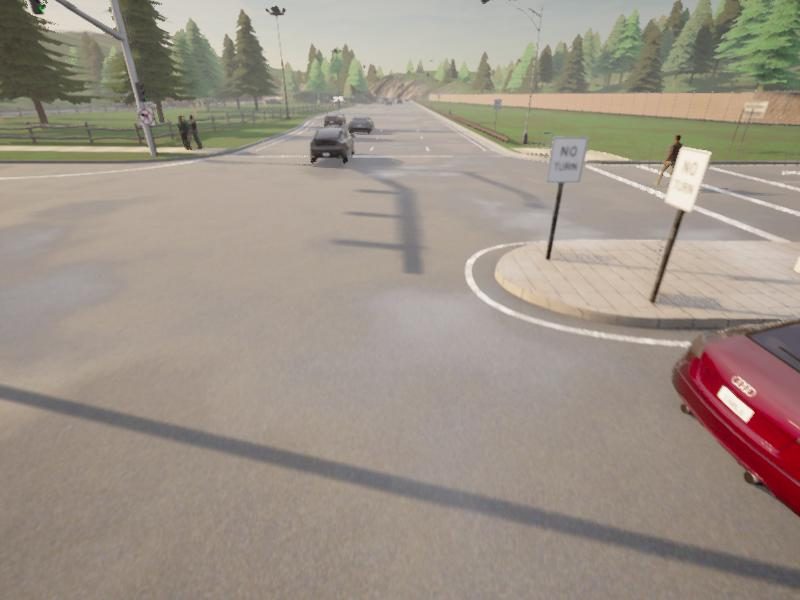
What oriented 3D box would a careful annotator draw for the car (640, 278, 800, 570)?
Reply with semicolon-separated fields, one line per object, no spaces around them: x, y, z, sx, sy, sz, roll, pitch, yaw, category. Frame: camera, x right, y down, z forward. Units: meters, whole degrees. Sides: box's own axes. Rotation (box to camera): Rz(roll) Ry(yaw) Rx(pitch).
4.894;0.844;3.484;4.181;1.385;1.994;-1;27;-1;car

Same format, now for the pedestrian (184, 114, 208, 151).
-11.680;-9.617;22.944;0.751;1.860;0.751;-8;28;-15;pedestrian

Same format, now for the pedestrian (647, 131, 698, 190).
9.571;-4.925;14.132;0.751;1.860;0.751;-3;27;-6;pedestrian

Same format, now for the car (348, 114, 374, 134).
-3.519;-16.175;36.648;1.994;1.385;4.181;0;27;0;car

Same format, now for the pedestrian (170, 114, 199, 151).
-12.129;-9.440;22.600;0.751;1.860;0.751;8;28;15;pedestrian

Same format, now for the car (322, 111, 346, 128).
-7.022;-19.533;43.108;1.812;1.442;4.674;0;27;0;car

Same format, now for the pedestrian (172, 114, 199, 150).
-12.413;-9.741;23.187;0.751;1.860;0.751;2;27;4;pedestrian

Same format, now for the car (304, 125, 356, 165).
-3.511;-8.241;21.049;1.837;1.490;4.892;0;27;0;car
